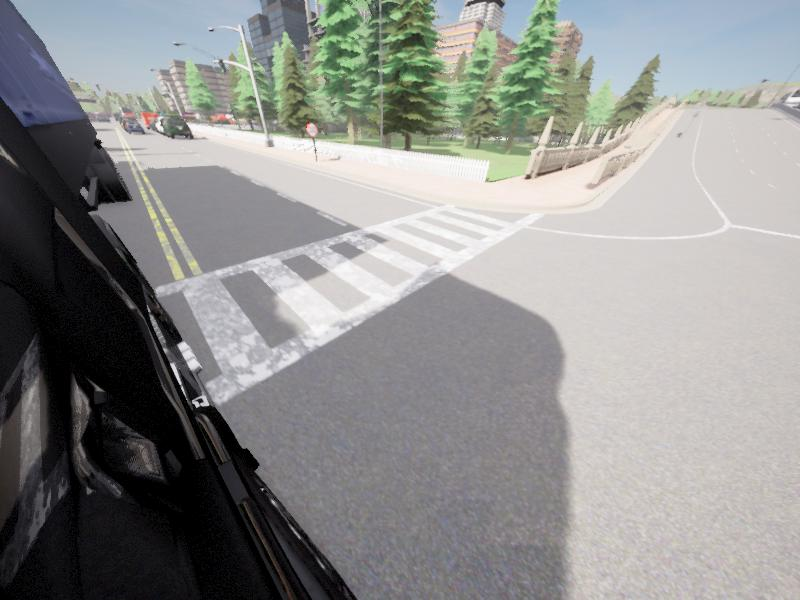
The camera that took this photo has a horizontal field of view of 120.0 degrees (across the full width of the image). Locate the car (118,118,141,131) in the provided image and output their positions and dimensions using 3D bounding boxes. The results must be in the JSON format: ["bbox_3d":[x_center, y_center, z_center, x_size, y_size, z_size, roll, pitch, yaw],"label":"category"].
[{"bbox_3d":[-45.909,-29.738,39.150,1.801,1.575,5.366,-29,47,-35],"label":"car"}]

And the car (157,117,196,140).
[{"bbox_3d":[-27.348,-20.997,28.276,2.150,2.045,5.566,-29,47,-36],"label":"car"}]

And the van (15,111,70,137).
[{"bbox_3d":[-38.061,-18.901,24.765,2.069,2.038,4.480,-29,47,-35],"label":"van"}]

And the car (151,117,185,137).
[{"bbox_3d":[-32.459,-24.277,32.334,2.150,2.045,5.566,-29,47,-35],"label":"car"}]

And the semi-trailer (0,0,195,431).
[{"bbox_3d":[-8.357,-3.819,4.534,14.254,4.402,2.717,32,46,33],"label":"semi-trailer"}]

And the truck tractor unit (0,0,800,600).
[{"bbox_3d":[-2.645,-0.295,0.351,6.516,4.208,3.053,28,44,30],"label":"truck tractor unit"}]

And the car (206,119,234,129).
[{"bbox_3d":[-51.101,-50.155,65.772,2.150,2.045,5.566,31,45,33],"label":"car"}]

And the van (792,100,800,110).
[{"bbox_3d":[91.172,-43.952,51.351,2.351,2.431,6.366,31,50,33],"label":"van"}]

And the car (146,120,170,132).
[{"bbox_3d":[-42.107,-30.245,40.164,2.163,1.488,4.792,-29,47,-35],"label":"car"}]

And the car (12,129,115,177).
[{"bbox_3d":[-15.064,-6.867,10.635,1.970,1.475,3.806,-29,47,-35],"label":"car"}]
